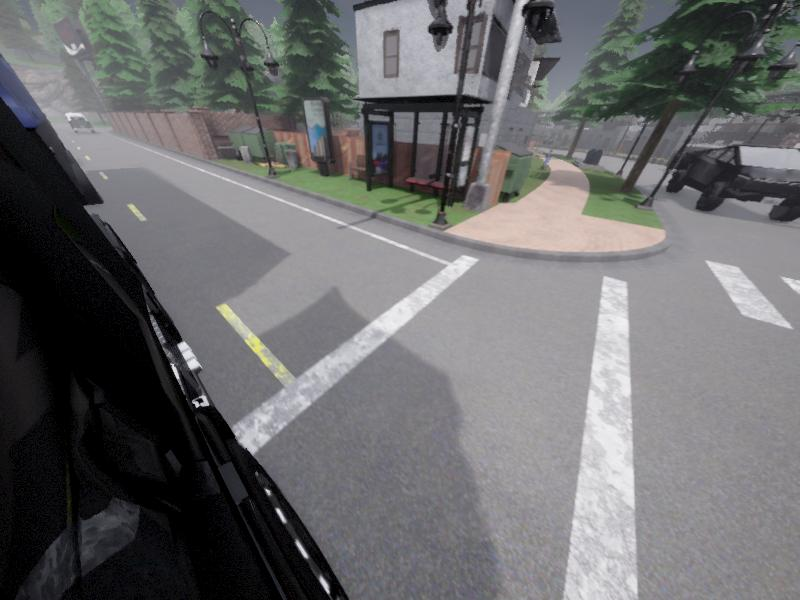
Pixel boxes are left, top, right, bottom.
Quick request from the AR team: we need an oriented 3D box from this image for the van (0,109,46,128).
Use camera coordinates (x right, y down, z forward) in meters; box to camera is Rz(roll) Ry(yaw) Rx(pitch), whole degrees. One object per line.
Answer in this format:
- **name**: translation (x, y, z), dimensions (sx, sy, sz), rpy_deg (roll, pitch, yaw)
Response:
- **van**: translation (-56.404, -26.547, 33.835), dimensions (2.069, 2.038, 4.480), rpy_deg (27, 43, 29)

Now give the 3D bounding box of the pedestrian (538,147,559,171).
- **pedestrian**: translation (9.898, -9.421, 15.446), dimensions (0.751, 1.300, 0.751), rpy_deg (20, 40, 21)

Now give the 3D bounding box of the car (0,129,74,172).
- **car**: translation (-18.016, -7.318, 11.151), dimensions (4.181, 1.385, 1.994), rpy_deg (27, 43, 29)

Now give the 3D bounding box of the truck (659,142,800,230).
- **truck**: translation (13.736, -5.041, 9.465), dimensions (2.390, 2.098, 6.274), rpy_deg (22, 41, 23)

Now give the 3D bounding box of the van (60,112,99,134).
- **van**: translation (-41.384, -22.813, 29.813), dimensions (4.480, 2.038, 2.069), rpy_deg (28, 44, 30)

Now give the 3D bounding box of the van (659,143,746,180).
- **van**: translation (22.672, -10.692, 17.668), dimensions (1.775, 1.987, 4.442), rpy_deg (15, 39, 16)

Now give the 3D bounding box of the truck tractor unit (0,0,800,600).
- **truck tractor unit**: translation (-2.645, -0.295, 0.351), dimensions (6.516, 4.208, 3.053), rpy_deg (28, 44, 30)

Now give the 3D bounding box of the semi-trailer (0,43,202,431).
- **semi-trailer**: translation (-8.693, -3.607, 4.235), dimensions (14.254, 4.402, 2.717), rpy_deg (28, 44, 30)
